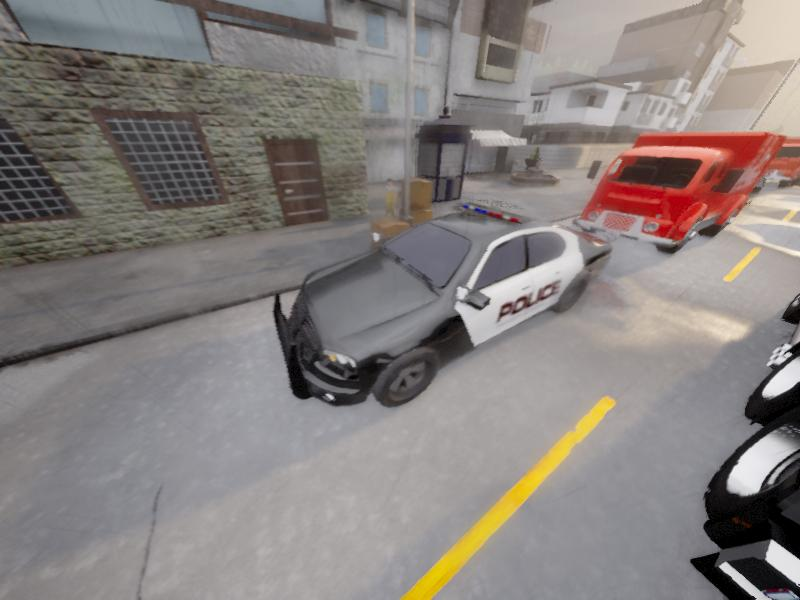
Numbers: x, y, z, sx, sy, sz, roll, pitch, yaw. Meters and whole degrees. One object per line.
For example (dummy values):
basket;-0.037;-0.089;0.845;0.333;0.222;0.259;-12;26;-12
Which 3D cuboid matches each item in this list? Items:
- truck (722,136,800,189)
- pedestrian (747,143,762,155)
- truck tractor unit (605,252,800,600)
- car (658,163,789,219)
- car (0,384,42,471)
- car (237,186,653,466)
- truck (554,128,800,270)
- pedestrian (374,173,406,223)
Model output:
truck;23.805;-8.654;14.518;5.204;2.467;2.627;-17;38;-26
pedestrian;69.047;-29.357;44.942;0.751;1.860;0.751;-27;43;-33
truck tractor unit;5.086;-0.326;0.812;6.516;4.208;3.053;-19;39;-25
car;13.653;-4.760;9.741;5.357;1.411;2.033;-19;39;-25
car;-4.897;1.503;0.409;3.988;1.617;1.851;-19;39;-25
car;0.875;-0.442;3.315;4.974;1.542;2.038;-19;39;-25
truck;7.471;-3.087;6.340;5.204;2.467;2.627;-19;39;-25
pedestrian;-0.279;-3.251;7.336;0.751;1.300;0.751;11;36;15
